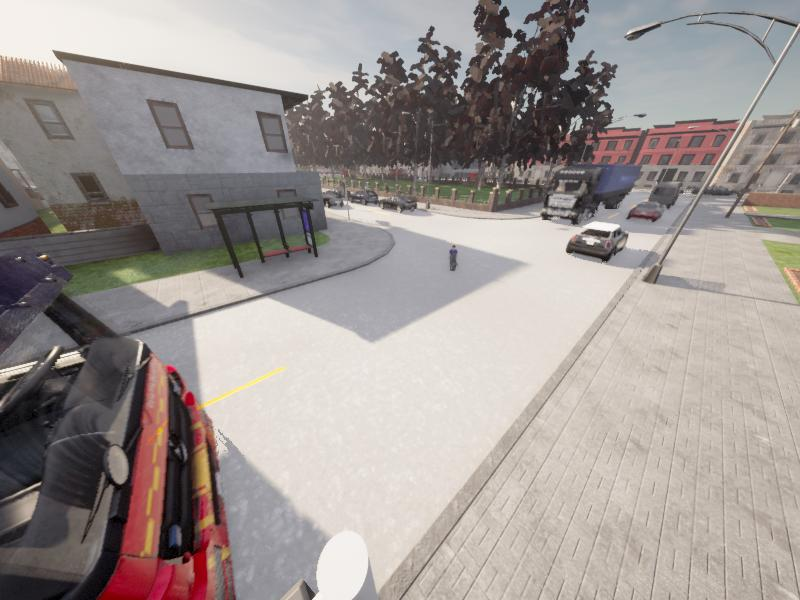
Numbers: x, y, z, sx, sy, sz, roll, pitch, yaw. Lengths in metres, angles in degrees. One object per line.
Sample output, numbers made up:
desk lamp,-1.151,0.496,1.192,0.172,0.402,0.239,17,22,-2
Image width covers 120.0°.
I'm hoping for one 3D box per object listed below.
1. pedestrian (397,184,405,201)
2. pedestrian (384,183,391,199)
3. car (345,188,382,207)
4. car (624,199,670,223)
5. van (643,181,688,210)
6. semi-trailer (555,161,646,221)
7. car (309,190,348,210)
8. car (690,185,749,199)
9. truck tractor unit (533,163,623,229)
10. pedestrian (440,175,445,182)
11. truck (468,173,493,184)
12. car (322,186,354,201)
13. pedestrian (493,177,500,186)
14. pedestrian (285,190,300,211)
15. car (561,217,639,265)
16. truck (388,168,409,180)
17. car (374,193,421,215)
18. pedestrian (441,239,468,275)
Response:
pedestrian,0.084,-14.148,30.393,0.751,1.860,0.751,-24,38,-35
pedestrian,-1.739,-15.245,32.294,0.751,1.860,0.751,-23,37,-34
car,-4.501,-12.646,28.282,2.033,1.649,4.856,-24,38,-35
car,21.806,-7.922,20.358,4.181,1.385,1.994,-24,37,-35
van,30.330,-12.052,26.342,5.915,2.561,1.988,-22,37,-33
semi-trailer,20.584,-11.367,23.275,14.254,4.402,2.717,-23,37,-34
car,-8.272,-11.588,26.566,2.128,1.511,4.902,-23,37,-34
car,48.030,-16.422,34.911,1.882,1.535,5.008,-23,37,-34
truck tractor unit,14.537,-8.726,18.901,6.516,4.208,3.053,-23,37,-34
pedestrian,12.025,-34.391,65.454,0.751,1.860,0.751,-23,37,-34
truck,21.539,-32.602,62.006,2.627,2.467,5.204,-23,37,-34
car,-8.861,-15.242,32.895,2.128,1.511,4.902,-25,38,-36
pedestrian,22.745,-27.993,54.374,0.751,1.860,0.751,-23,37,-34
pedestrian,-10.725,-9.910,23.053,0.751,1.860,0.751,-23,37,-35
car,10.526,-3.251,12.161,3.806,1.475,1.970,-23,37,-34
truck,-0.547,-46.144,84.538,2.891,3.827,8.468,-23,37,-34
car,-0.326,-9.955,23.738,2.128,1.511,4.902,-23,37,-34
pedestrian,2.278,-1.849,9.860,0.751,1.300,0.751,-5,30,-8
